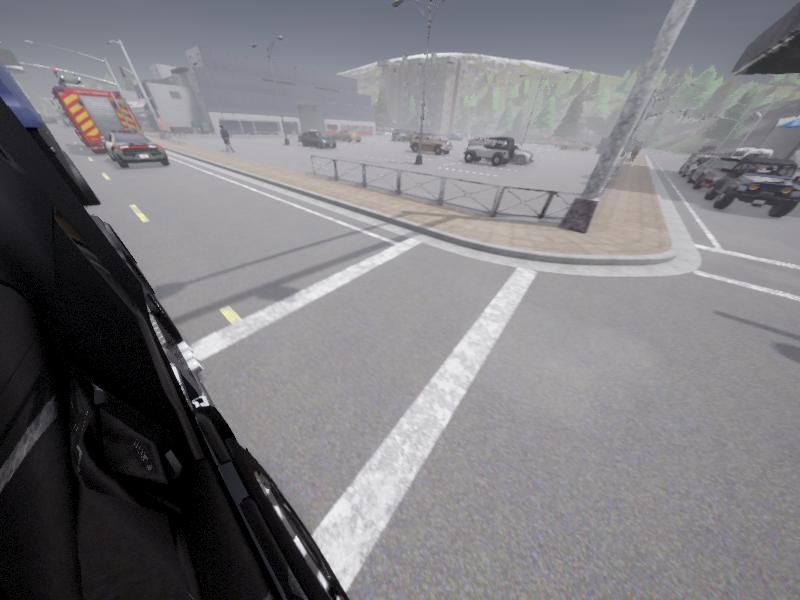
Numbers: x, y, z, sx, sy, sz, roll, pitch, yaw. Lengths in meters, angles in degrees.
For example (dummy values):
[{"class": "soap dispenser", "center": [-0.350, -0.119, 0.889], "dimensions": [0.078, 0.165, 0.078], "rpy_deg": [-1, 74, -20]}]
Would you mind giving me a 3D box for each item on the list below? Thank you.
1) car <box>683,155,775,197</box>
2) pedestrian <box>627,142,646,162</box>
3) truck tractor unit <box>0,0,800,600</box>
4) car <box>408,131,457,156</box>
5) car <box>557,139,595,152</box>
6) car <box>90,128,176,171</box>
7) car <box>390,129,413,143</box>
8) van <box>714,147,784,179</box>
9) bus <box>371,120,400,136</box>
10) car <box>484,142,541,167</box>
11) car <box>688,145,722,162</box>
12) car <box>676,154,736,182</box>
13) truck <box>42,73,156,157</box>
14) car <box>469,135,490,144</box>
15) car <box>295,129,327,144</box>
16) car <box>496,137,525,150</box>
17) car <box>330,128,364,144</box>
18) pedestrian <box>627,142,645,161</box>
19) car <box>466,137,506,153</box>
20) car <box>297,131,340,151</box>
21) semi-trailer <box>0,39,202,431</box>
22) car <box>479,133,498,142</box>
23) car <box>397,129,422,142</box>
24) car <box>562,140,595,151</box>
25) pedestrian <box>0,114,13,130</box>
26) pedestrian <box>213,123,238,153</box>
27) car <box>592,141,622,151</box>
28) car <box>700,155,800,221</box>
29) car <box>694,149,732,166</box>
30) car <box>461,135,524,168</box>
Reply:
[{"class": "car", "center": [19.697, -7.750, 14.176], "dimensions": [2.033, 1.649, 4.856], "rpy_deg": [28, 44, 30]}, {"class": "pedestrian", "center": [26.886, -16.831, 26.289], "dimensions": [0.751, 1.860, 0.751], "rpy_deg": [28, 44, 30]}, {"class": "truck tractor unit", "center": [-2.645, -0.295, 0.351], "dimensions": [6.516, 4.208, 3.053], "rpy_deg": [28, 44, 30]}, {"class": "car", "center": [3.272, -16.466, 24.299], "dimensions": [4.605, 1.855, 1.932], "rpy_deg": [28, 44, 30]}, {"class": "car", "center": [31.753, -27.920, 41.760], "dimensions": [5.027, 1.636, 2.152], "rpy_deg": [28, 44, 30]}, {"class": "car", "center": [-14.743, -8.406, 12.732], "dimensions": [4.974, 1.542, 2.038], "rpy_deg": [28, 44, 30]}, {"class": "car", "center": [0.208, -30.555, 42.959], "dimensions": [3.866, 1.878, 1.905], "rpy_deg": [28, 44, 30]}, {"class": "van", "center": [31.426, -12.594, 21.035], "dimensions": [2.069, 2.038, 4.480], "rpy_deg": [28, 44, 30]}, {"class": "bus", "center": [-5.128, -61.675, 82.734], "dimensions": [10.273, 4.253, 3.944], "rpy_deg": [28, 43, 30]}, {"class": "car", "center": [9.776, -12.823, 20.251], "dimensions": [3.806, 1.475, 1.970], "rpy_deg": [28, 44, 30]}, {"class": "car", "center": [45.061, -21.744, 34.242], "dimensions": [1.905, 1.878, 3.866], "rpy_deg": [28, 44, 30]}, {"class": "car", "center": [23.785, -10.453, 18.172], "dimensions": [1.970, 1.475, 3.806], "rpy_deg": [28, 44, 30]}, {"class": "truck", "center": [-21.506, -12.965, 16.514], "dimensions": [8.468, 3.827, 2.891], "rpy_deg": [28, 44, 30]}, {"class": "car", "center": [17.561, -35.534, 51.195], "dimensions": [3.806, 1.475, 1.970], "rpy_deg": [28, 44, 30]}, {"class": "car", "center": [-11.896, -21.858, 30.832], "dimensions": [3.806, 1.475, 1.970], "rpy_deg": [28, 44, 30]}, {"class": "car", "center": [18.268, -25.845, 38.146], "dimensions": [3.633, 1.501, 1.845], "rpy_deg": [28, 44, 30]}, {"class": "car", "center": [-8.017, -24.872, 34.974], "dimensions": [5.027, 1.636, 2.152], "rpy_deg": [28, 44, 30]}, {"class": "pedestrian", "center": [28.738, -18.096, 28.097], "dimensions": [0.751, 1.860, 0.751], "rpy_deg": [28, 44, 30]}, {"class": "car", "center": [11.814, -21.489, 31.883], "dimensions": [4.514, 1.523, 2.007], "rpy_deg": [28, 44, 30]}, {"class": "car", "center": [-8.858, -17.328, 25.056], "dimensions": [4.514, 1.523, 2.007], "rpy_deg": [28, 44, 30]}, {"class": "semi-trailer", "center": [-8.731, -3.575, 4.207], "dimensions": [14.254, 4.402, 2.717], "rpy_deg": [28, 43, 30]}, {"class": "car", "center": [25.662, -47.256, 67.269], "dimensions": [4.605, 1.855, 1.932], "rpy_deg": [28, 43, 30]}, {"class": "car", "center": [1.759, -31.983, 45.001], "dimensions": [4.605, 1.855, 1.932], "rpy_deg": [28, 44, 30]}, {"class": "car", "center": [33.728, -29.312, 43.760], "dimensions": [4.514, 1.523, 2.007], "rpy_deg": [28, 44, 30]}, {"class": "pedestrian", "center": [-48.621, -21.782, 28.037], "dimensions": [0.751, 1.860, 0.751], "rpy_deg": [20, 40, 22]}, {"class": "pedestrian", "center": [-13.416, -12.451, 17.791], "dimensions": [0.751, 1.860, 0.751], "rpy_deg": [23, 41, 25]}, {"class": "car", "center": [47.695, -35.601, 53.316], "dimensions": [4.792, 1.488, 2.163], "rpy_deg": [28, 43, 30]}, {"class": "car", "center": [15.525, -5.036, 10.067], "dimensions": [1.905, 1.878, 3.866], "rpy_deg": [28, 44, 30]}, {"class": "car", "center": [40.847, -18.759, 30.292], "dimensions": [2.007, 1.525, 4.514], "rpy_deg": [28, 44, 30]}, {"class": "car", "center": [7.182, -11.838, 18.299], "dimensions": [3.866, 1.878, 1.905], "rpy_deg": [28, 44, 30]}]
